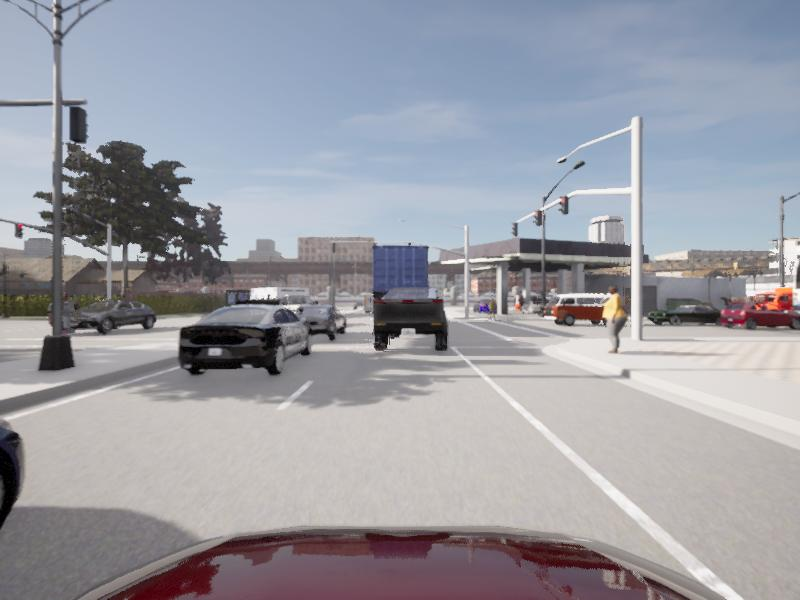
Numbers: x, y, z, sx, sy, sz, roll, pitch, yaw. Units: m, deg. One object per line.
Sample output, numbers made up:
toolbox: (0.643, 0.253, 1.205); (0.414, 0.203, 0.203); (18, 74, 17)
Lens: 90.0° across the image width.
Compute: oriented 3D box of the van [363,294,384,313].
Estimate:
van: (-3.455, 0.462, 52.938); (2.351, 2.431, 6.366); (0, 0, 0)

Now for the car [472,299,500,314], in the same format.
car: (9.748, 0.712, 45.807); (2.242, 1.667, 4.611); (0, 0, 0)

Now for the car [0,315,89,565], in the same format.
car: (-3.500, 0.852, 0.706); (2.163, 1.488, 4.792); (0, 0, 0)

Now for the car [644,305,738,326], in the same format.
car: (18.561, 0.985, 25.669); (4.718, 1.301, 1.895); (0, 0, -1)

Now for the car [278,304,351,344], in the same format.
car: (-3.483, 0.922, 17.424); (2.033, 1.411, 5.357); (0, 0, 0)

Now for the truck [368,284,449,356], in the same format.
truck: (0.539, 0.573, 14.931); (2.390, 2.098, 6.274); (0, 0, 5)

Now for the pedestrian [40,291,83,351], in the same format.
pedestrian: (-10.878, 0.658, 12.855); (0.751, 1.860, 0.751); (0, 0, 13)

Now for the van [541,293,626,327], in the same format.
van: (11.637, 0.612, 25.607); (4.480, 2.038, 2.069); (0, 0, -2)

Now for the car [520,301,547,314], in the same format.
car: (15.494, 0.874, 46.565); (1.970, 1.475, 3.806); (0, 0, 0)

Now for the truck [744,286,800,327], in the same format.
truck: (25.865, 0.398, 25.782); (5.204, 2.467, 2.627); (0, 0, -1)

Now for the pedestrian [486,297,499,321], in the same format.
pedestrian: (7.248, 0.687, 31.314); (0.751, 1.860, 0.751); (0, 0, -19)

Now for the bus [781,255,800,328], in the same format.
bus: (28.380, -0.497, 22.472); (10.273, 4.253, 3.944); (0, 0, -1)

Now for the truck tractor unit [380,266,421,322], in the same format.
truck tractor unit: (0.025, -0.469, 33.014); (3.053, 4.208, 6.516); (0, 0, 0)

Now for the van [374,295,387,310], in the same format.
van: (-3.437, 0.436, 70.672); (1.988, 2.561, 5.915); (0, 0, 0)

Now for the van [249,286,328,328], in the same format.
van: (-7.471, 0.420, 26.184); (2.351, 2.431, 6.366); (0, 0, -43)

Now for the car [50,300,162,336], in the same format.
car: (-14.982, 0.814, 20.862); (2.152, 1.651, 5.027); (0, 0, 0)

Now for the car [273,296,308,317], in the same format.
car: (-11.467, 0.635, 42.261); (2.150, 2.045, 5.566); (0, 0, 0)

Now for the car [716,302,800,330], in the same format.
car: (20.078, 0.863, 22.191); (3.633, 1.501, 1.845); (0, 0, -1)

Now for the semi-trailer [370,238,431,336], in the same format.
semi-trailer: (0.021, -0.577, 25.100); (2.717, 4.402, 14.254); (0, 0, 0)

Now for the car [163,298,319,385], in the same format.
car: (-3.524, 0.787, 10.161); (1.930, 1.638, 5.238); (0, 0, 0)

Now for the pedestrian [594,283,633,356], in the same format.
pedestrian: (5.778, 0.502, 10.802); (0.751, 1.860, 0.751); (0, 0, 44)
